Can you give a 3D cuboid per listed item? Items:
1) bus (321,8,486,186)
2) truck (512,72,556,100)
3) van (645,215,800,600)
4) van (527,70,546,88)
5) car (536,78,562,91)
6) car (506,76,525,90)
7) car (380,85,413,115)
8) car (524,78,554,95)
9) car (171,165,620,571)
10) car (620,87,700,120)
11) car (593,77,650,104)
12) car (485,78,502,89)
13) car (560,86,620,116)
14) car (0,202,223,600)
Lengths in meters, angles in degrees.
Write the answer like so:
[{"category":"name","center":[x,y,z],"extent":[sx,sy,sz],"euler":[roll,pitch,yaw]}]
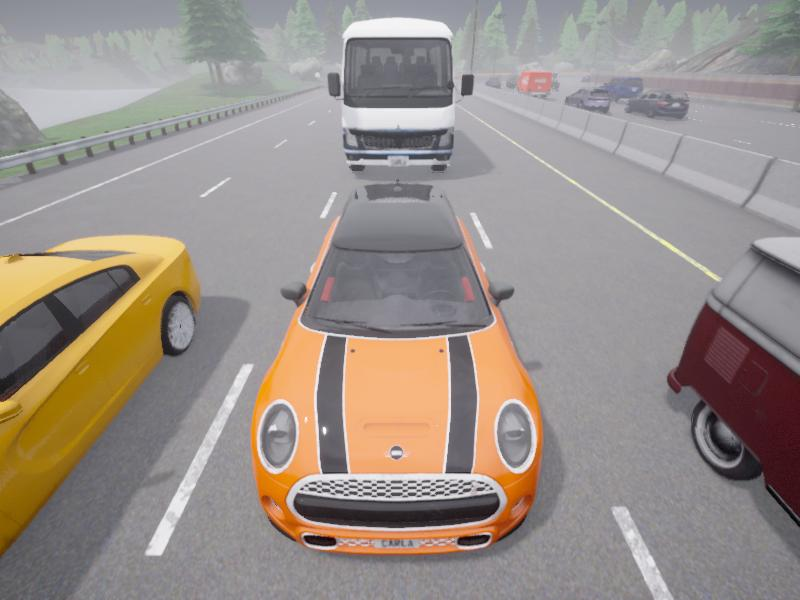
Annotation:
[{"category":"bus","center":[0.057,-7.811,15.084],"extent":[3.944,4.253,10.273],"euler":[0,31,0]},{"category":"truck","center":[13.807,-22.442,41.789],"extent":[2.627,2.467,5.204],"euler":[0,30,0]},{"category":"van","center":[3.481,1.293,1.812],"extent":[1.775,1.987,4.442],"euler":[0,30,0]},{"category":"van","center":[21.994,-35.776,64.575],"extent":[2.351,2.431,6.366],"euler":[8,31,13]},{"category":"car","center":[20.750,-30.078,55.783],"extent":[1.837,1.490,4.892],"euler":[1,30,1]},{"category":"car","center":[17.633,-33.236,61.132],"extent":[2.242,1.667,4.611],"euler":[5,31,8]},{"category":"car","center":[-0.178,-14.977,29.861],"extent":[2.242,1.667,4.611],"euler":[1,30,1]},{"category":"car","center":[17.268,-26.700,49.948],"extent":[1.801,1.575,5.366],"euler":[0,30,0]},{"category":"car","center":[-0.025,-0.046,4.279],"extent":[2.097,1.767,4.553],"euler":[0,30,0]},{"category":"car","center":[17.379,-13.344,27.086],"extent":[2.242,1.667,4.611],"euler":[0,31,0]},{"category":"car","center":[20.825,-19.927,37.931],"extent":[2.150,2.045,5.566],"euler":[0,30,0]},{"category":"car","center":[13.957,-32.442,59.921],"extent":[1.994,1.385,4.181],"euler":[3,31,6]},{"category":"car","center":[13.865,-14.811,29.624],"extent":[2.033,1.649,4.856],"euler":[0,30,0]},{"category":"car","center":[-3.522,0.672,3.307],"extent":[1.882,1.535,5.008],"euler":[0,30,0]}]
